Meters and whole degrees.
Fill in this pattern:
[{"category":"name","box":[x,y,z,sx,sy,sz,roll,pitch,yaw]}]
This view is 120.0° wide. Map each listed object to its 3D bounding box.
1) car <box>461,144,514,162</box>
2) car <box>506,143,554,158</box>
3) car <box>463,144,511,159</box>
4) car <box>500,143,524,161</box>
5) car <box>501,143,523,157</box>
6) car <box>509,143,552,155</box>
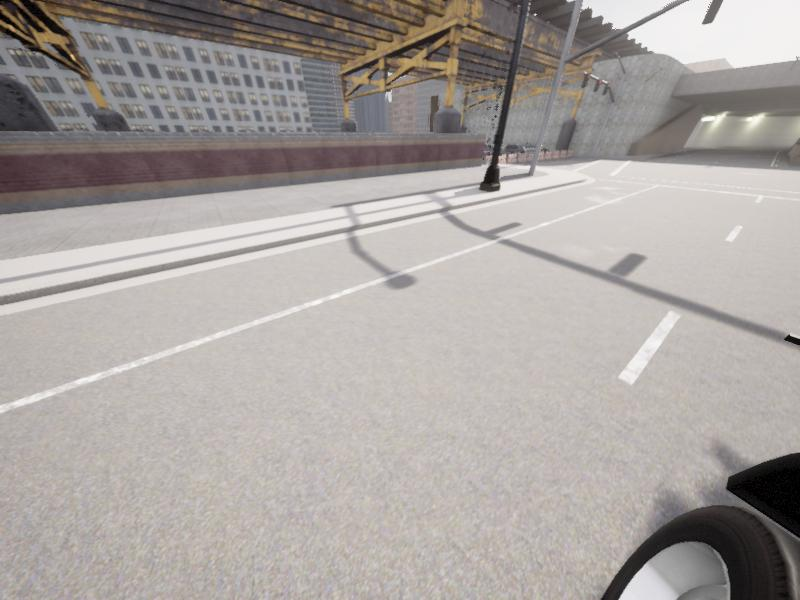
[{"category":"car","box":[9.432,-16.172,25.408,4.974,1.542,2.038,5,35,7]},{"category":"car","box":[17.157,-19.866,30.587,4.974,1.542,2.038,-4,35,-5]},{"category":"car","box":[9.380,-16.305,25.323,4.536,1.218,1.853,5,35,7]},{"category":"car","box":[13.206,-17.710,27.559,2.038,1.542,4.974,11,37,15]},{"category":"car","box":[13.222,-17.867,27.508,1.853,1.218,4.536,11,37,15]},{"category":"car","box":[17.105,-19.991,30.491,4.536,1.218,1.853,-4,35,-5]}]
